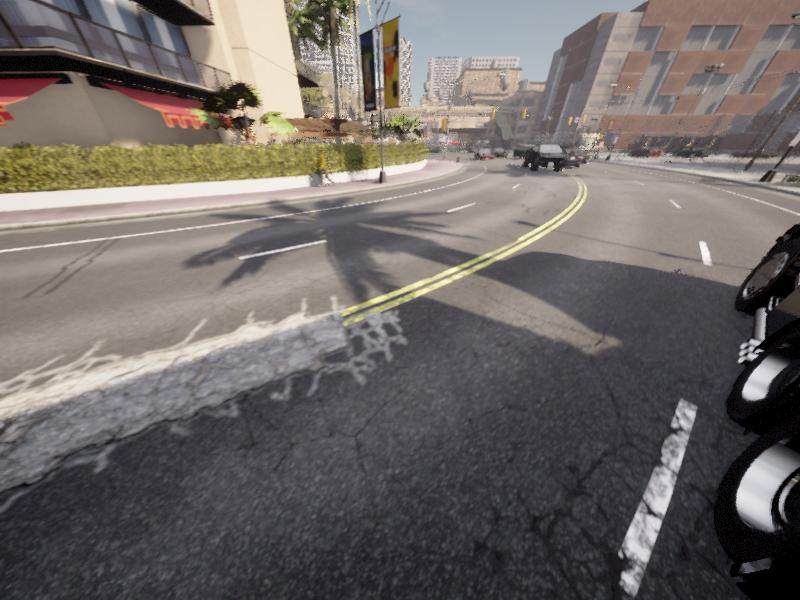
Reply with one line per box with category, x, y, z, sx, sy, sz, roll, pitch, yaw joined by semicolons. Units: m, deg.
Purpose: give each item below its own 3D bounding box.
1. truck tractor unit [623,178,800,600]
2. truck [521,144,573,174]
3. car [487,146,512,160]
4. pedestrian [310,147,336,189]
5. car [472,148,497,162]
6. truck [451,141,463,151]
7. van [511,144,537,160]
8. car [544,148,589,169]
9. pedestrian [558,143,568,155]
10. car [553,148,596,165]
truck tractor unit;4.954;-0.430;0.983;6.516;4.208;3.053;-24;41;-31
truck;13.875;-13.787;22.337;2.390;2.098;6.274;8;35;12
car;16.058;-23.985;37.604;1.930;1.638;5.238;1;35;2
pedestrian;-4.149;-7.118;12.482;0.751;1.860;0.751;-26;42;-32
car;12.362;-21.452;34.047;2.163;1.488;4.792;1;35;2
truck;17.932;-48.859;73.111;2.627;2.467;5.204;1;34;2
van;19.420;-23.439;36.513;1.775;1.987;4.442;2;35;3
car;18.310;-15.840;25.717;2.242;1.667;4.611;6;35;9
pedestrian;30.780;-28.484;43.686;0.751;1.860;0.751;-5;35;-7
car;22.419;-18.783;30.057;2.152;1.651;5.027;3;35;4
